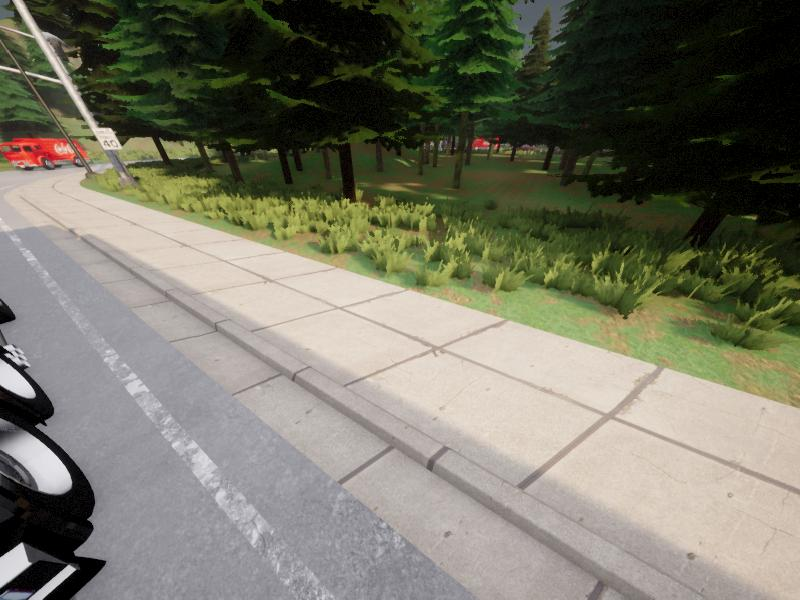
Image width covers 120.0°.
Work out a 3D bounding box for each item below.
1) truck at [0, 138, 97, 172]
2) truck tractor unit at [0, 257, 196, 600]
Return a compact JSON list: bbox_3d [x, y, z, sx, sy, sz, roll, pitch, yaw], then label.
[{"bbox_3d":[-34.074,-14.064,22.267,2.627,2.467,5.204,-5,35,-6],"label":"truck"},{"bbox_3d":[-5.099,-0.312,0.797,6.516,4.208,3.053,19,39,25],"label":"truck tractor unit"}]
